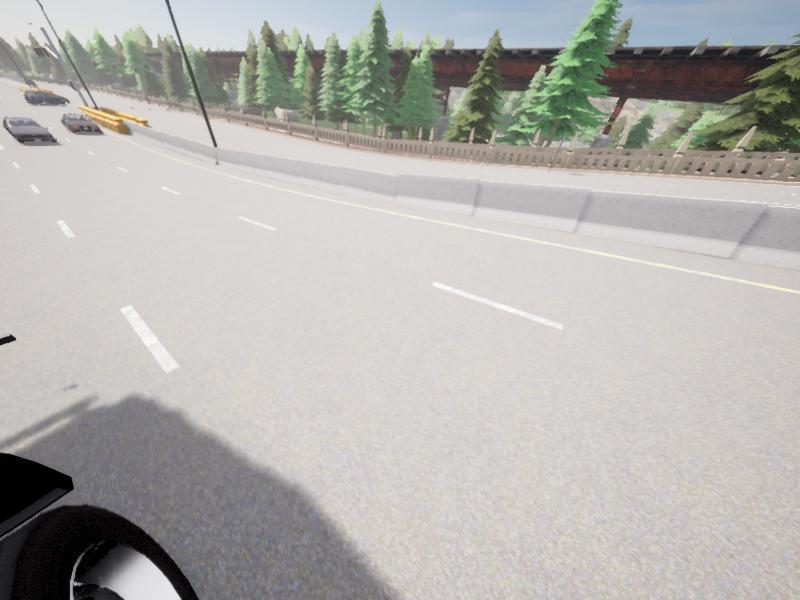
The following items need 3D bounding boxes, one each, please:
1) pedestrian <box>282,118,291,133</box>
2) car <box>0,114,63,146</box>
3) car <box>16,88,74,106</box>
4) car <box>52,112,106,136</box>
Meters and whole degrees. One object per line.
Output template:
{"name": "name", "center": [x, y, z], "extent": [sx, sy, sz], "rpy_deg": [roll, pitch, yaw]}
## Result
{"name": "pedestrian", "center": [-18.063, -27.787, 36.819], "extent": [0.751, 1.860, 0.751], "rpy_deg": [28, 43, 24]}
{"name": "car", "center": [-28.818, -13.190, 17.853], "extent": [5.357, 1.411, 2.033], "rpy_deg": [28, 43, 23]}
{"name": "car", "center": [-55.546, -31.817, 36.305], "extent": [2.097, 1.767, 4.553], "rpy_deg": [3, 39, -5]}
{"name": "car", "center": [-30.715, -16.888, 22.128], "extent": [4.181, 1.385, 1.994], "rpy_deg": [28, 43, 24]}
